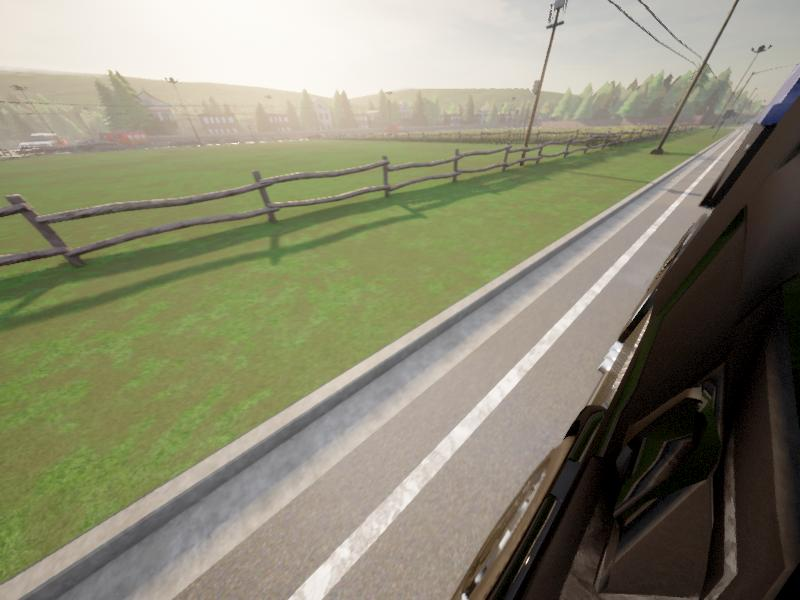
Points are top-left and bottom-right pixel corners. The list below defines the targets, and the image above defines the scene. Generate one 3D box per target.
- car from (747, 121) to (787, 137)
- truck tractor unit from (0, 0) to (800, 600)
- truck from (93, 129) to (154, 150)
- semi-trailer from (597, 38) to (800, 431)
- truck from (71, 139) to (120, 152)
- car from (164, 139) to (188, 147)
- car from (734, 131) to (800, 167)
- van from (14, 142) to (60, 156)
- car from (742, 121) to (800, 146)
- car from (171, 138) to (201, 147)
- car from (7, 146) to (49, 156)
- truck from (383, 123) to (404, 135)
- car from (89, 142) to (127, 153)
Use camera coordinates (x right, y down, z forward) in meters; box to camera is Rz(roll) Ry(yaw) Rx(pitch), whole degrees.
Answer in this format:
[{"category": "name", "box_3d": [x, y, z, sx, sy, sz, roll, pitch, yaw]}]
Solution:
[{"category": "car", "box_3d": [46.778, -21.880, 29.486, 4.792, 1.488, 2.163, -27, 43, -30]}, {"category": "truck tractor unit", "box_3d": [2.645, -0.295, 0.352, 6.516, 4.208, 3.053, -28, 44, -30]}, {"category": "truck", "box_3d": [-66.994, -39.144, 56.360, 8.468, 3.827, 2.891, -27, 43, -30]}, {"category": "semi-trailer", "box_3d": [8.751, -3.529, 4.231, 14.254, 4.402, 2.717, -27, 43, -30]}, {"category": "truck", "box_3d": [-68.569, -34.935, 52.231, 6.274, 2.098, 2.390, -27, 43, -30]}, {"category": "car", "box_3d": [-57.620, -40.268, 59.372, 4.193, 1.474, 1.816, -27, 43, -30]}, {"category": "car", "box_3d": [21.080, -8.606, 13.016, 4.181, 1.385, 1.994, -27, 43, -30]}, {"category": "van", "box_3d": [-72.152, -30.125, 46.001, 2.069, 2.038, 4.480, 24, 44, 31]}, {"category": "car", "box_3d": [33.547, -15.127, 20.949, 5.027, 1.651, 2.152, -27, 43, -30]}, {"category": "car", "box_3d": [-53.764, -39.605, 58.160, 5.238, 1.638, 1.930, -27, 43, -30]}, {"category": "car", "box_3d": [-75.663, -30.427, 47.042, 1.816, 1.474, 4.193, 20, 42, 27]}, {"category": "truck", "box_3d": [-2.503, -69.353, 93.760, 8.468, 3.827, 2.891, -27, 43, -30]}, {"category": "car", "box_3d": [-62.092, -32.618, 49.271, 4.611, 1.667, 2.242, -27, 43, -30]}]
